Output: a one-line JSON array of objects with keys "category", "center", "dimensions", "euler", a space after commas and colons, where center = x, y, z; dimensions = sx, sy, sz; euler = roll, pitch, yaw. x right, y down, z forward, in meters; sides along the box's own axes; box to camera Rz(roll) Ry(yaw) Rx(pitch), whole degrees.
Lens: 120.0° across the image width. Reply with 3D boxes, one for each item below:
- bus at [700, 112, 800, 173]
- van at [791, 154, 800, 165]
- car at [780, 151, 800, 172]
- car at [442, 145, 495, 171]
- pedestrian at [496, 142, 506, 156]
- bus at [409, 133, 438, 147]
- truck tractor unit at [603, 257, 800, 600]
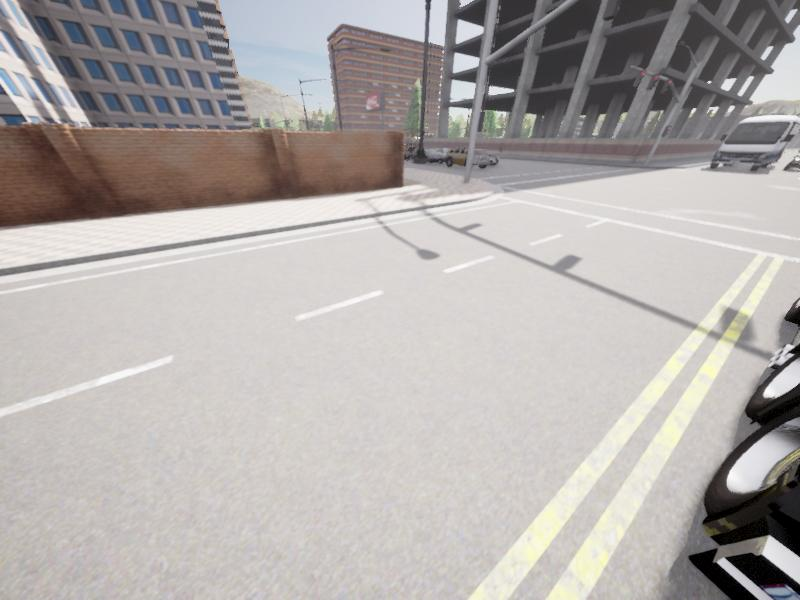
[{"category": "bus", "center": [35.800, -15.575, 23.007], "dimensions": [10.273, 4.253, 3.944], "euler": [-19, 39, -26]}, {"category": "van", "center": [50.676, -17.746, 27.862], "dimensions": [6.366, 2.431, 2.351], "euler": [-19, 39, -26]}, {"category": "car", "center": [38.742, -13.227, 22.021], "dimensions": [3.705, 1.549, 1.789], "euler": [-19, 39, -26]}, {"category": "car", "center": [6.337, -13.627, 22.018], "dimensions": [1.932, 1.855, 4.605], "euler": [-18, 39, -24]}, {"category": "pedestrian", "center": [16.360, -24.486, 37.430], "dimensions": [0.751, 1.860, 0.751], "euler": [-17, 38, -23]}, {"category": "bus", "center": [8.878, -60.242, 86.988], "dimensions": [10.273, 4.253, 3.944], "euler": [-19, 39, -26]}, {"category": "truck tractor unit", "center": [5.100, -0.311, 0.804], "dimensions": [6.516, 4.208, 3.053], "euler": [-19, 39, -25]}]
